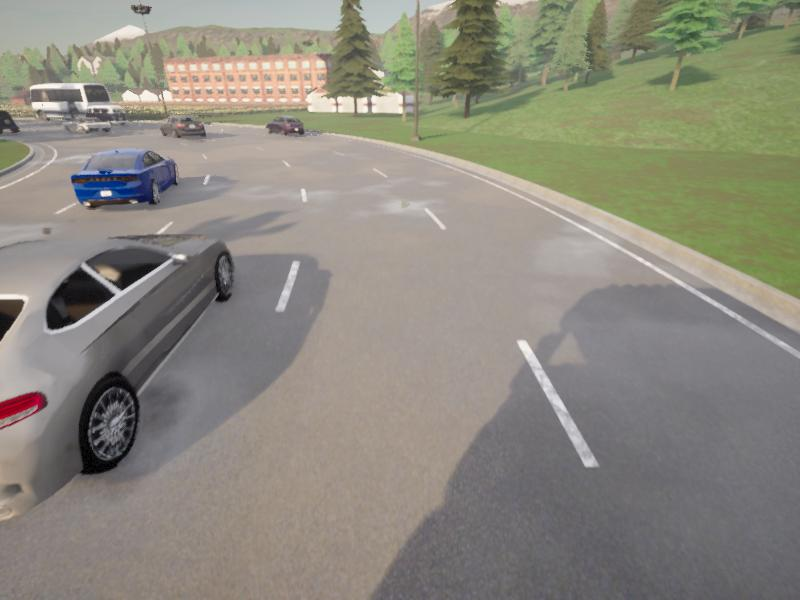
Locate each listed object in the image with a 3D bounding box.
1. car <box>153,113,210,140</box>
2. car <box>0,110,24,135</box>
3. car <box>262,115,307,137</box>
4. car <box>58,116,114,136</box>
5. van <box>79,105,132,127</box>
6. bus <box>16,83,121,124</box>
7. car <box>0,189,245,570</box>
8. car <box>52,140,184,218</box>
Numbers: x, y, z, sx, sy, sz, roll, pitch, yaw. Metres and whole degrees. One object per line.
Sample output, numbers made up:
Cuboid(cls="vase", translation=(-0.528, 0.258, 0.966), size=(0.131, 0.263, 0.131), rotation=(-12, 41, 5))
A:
Cuboid(cls="car", translation=(-17.503, -13.944, 31.992), size=(4.611, 1.667, 2.242), rotation=(23, 35, 37))
Cuboid(cls="car", translation=(-35.394, -15.498, 34.845), size=(3.866, 1.878, 1.905), rotation=(11, 29, 20))
Cuboid(cls="car", translation=(-9.714, -14.645, 33.539), size=(1.816, 1.474, 4.193), rotation=(-21, 34, -36))
Cuboid(cls="car", translation=(-27.584, -15.333, 35.144), size=(4.718, 1.301, 1.895), rotation=(15, 31, 27))
Cuboid(cls="van", translation=(-32.032, -20.087, 43.600), size=(4.480, 2.038, 2.069), rotation=(10, 28, 19))
Cuboid(cls="bus", translation=(-40.577, -24.170, 49.146), size=(10.273, 4.253, 3.944), rotation=(9, 29, 17))
Cuboid(cls="car", translation=(-3.722, 0.088, 4.691), size=(2.152, 1.651, 5.027), rotation=(-2, 27, -4))
Cuboid(cls="car", translation=(-8.760, -4.167, 13.082), size=(1.882, 1.535, 5.008), rotation=(-7, 28, -14))
